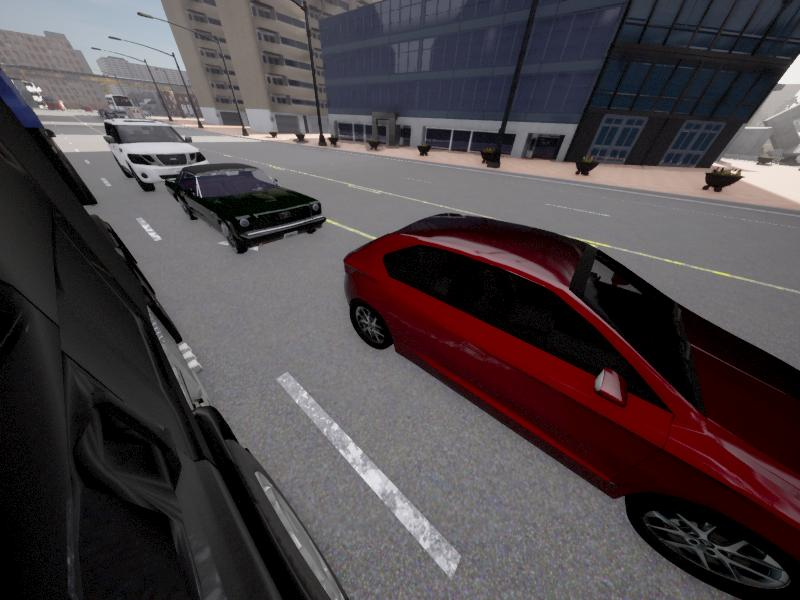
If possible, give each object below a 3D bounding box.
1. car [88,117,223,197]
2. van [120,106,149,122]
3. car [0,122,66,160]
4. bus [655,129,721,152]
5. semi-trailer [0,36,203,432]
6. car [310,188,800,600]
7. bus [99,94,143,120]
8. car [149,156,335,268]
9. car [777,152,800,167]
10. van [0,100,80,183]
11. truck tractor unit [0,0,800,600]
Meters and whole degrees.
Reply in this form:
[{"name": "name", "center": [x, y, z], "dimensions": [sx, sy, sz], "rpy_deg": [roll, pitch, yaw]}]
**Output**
[{"name": "car", "center": [-9.754, -5.873, 9.176], "dimensions": [5.566, 2.045, 2.150], "rpy_deg": [28, 44, 30]}, {"name": "van", "center": [-57.660, -40.371, 50.138], "dimensions": [6.366, 2.431, 2.351], "rpy_deg": [29, 44, 28]}, {"name": "car", "center": [-22.275, -9.523, 13.726], "dimensions": [4.902, 1.511, 2.128], "rpy_deg": [28, 44, 30]}, {"name": "bus", "center": [72.623, -40.329, 58.477], "dimensions": [10.273, 4.253, 3.944], "rpy_deg": [-1, 37, -6]}, {"name": "semi-trailer", "center": [-8.755, -3.566, 4.172], "dimensions": [14.254, 4.402, 2.717], "rpy_deg": [27, 43, 29]}, {"name": "car", "center": [1.278, 0.188, 2.244], "dimensions": [4.193, 1.474, 1.816], "rpy_deg": [28, 44, 30]}, {"name": "bus", "center": [-66.090, -45.760, 54.700], "dimensions": [10.273, 4.253, 3.944], "rpy_deg": [29, 44, 29]}, {"name": "car", "center": [-3.915, -2.477, 5.626], "dimensions": [4.718, 1.301, 1.895], "rpy_deg": [28, 44, 30]}, {"name": "car", "center": [55.825, -18.857, 31.227], "dimensions": [2.038, 1.542, 4.974], "rpy_deg": [-23, 45, -31]}, {"name": "van", "center": [-16.573, -6.878, 9.790], "dimensions": [6.366, 2.431, 2.351], "rpy_deg": [28, 44, 30]}, {"name": "truck tractor unit", "center": [-2.645, -0.295, 0.351], "dimensions": [6.516, 4.208, 3.053], "rpy_deg": [28, 44, 30]}]
